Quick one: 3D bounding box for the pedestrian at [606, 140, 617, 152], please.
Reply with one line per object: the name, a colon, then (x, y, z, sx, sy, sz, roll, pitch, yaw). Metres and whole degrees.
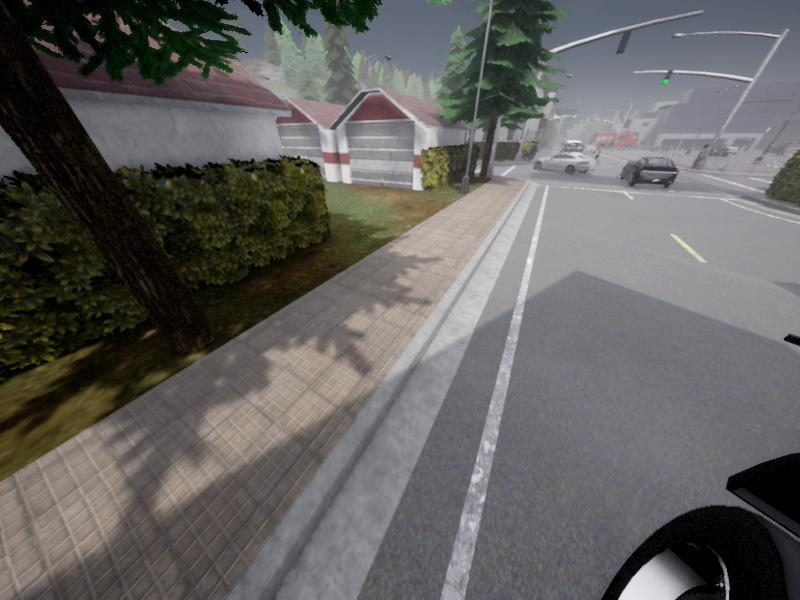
pedestrian: (40.543, -29.567, 44.273, 0.751, 1.860, 0.751, 18, 39, 24)

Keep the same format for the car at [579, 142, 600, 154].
car: (35.408, -28.520, 43.294, 2.152, 1.651, 5.027, 18, 39, 24)

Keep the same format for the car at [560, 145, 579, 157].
car: (26.719, -23.669, 36.583, 1.994, 1.385, 4.181, 18, 39, 23)

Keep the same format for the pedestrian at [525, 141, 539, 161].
pedestrian: (14.654, -16.523, 25.633, 0.751, 1.860, 0.751, 20, 39, 26)

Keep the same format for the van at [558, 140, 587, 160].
van: (23.137, -20.330, 31.225, 2.069, 2.038, 4.480, 15, 38, 20)

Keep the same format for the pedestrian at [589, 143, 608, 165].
pedestrian: (20.061, -14.740, 23.349, 0.751, 1.860, 0.751, 25, 42, 31)

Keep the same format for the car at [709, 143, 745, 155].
car: (53.673, -24.857, 38.028, 1.970, 1.475, 3.806, 18, 39, 23)

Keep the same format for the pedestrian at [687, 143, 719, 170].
pedestrian: (24.953, -11.880, 19.083, 0.751, 1.860, 0.751, 27, 43, 33)

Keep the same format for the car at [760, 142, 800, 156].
car: (59.433, -23.290, 35.649, 2.152, 1.636, 5.027, 18, 39, 23)

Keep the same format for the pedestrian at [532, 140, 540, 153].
pedestrian: (24.398, -27.566, 41.419, 0.751, 1.860, 0.751, 18, 39, 24)

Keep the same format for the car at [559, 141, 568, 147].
car: (51.635, -49.115, 72.835, 1.837, 1.490, 4.892, 18, 39, 24)

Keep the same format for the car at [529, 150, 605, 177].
car: (13.662, -11.494, 19.279, 1.812, 1.442, 4.674, -16, 39, -21)

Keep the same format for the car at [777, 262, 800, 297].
car: (6.967, 0.712, 1.751, 2.033, 1.411, 5.357, 19, 38, 22)

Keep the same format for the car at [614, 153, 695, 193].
car: (15.633, -8.163, 14.595, 2.128, 1.511, 4.902, 18, 40, 24)

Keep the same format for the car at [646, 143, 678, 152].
car: (59.392, -34.621, 52.443, 4.193, 1.474, 1.816, 18, 39, 23)

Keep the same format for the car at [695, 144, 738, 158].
car: (47.038, -22.298, 34.487, 2.007, 1.523, 4.514, 18, 39, 23)

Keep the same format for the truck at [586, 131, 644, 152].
truck: (49.037, -36.473, 53.038, 8.468, 3.827, 2.891, 10, 36, 14)

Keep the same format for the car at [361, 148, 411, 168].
car: (-1.475, -15.081, 24.502, 5.008, 1.535, 1.882, 18, 39, 24)

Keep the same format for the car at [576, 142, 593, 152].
car: (39.477, -32.834, 49.541, 2.038, 1.542, 4.974, 16, 38, 21)

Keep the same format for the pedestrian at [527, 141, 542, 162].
pedestrian: (14.377, -15.916, 24.767, 0.751, 1.860, 0.751, 6, 35, 9)
